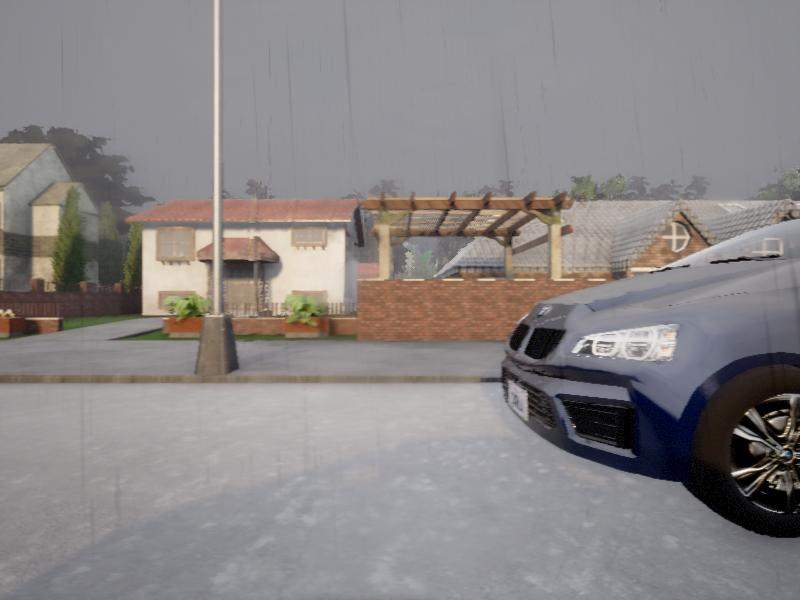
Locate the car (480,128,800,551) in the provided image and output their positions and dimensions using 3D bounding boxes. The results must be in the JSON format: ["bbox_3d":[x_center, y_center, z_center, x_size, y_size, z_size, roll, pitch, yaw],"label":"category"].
[{"bbox_3d":[3.074,0.155,2.698,4.611,1.667,2.242,0,0,0],"label":"car"}]
